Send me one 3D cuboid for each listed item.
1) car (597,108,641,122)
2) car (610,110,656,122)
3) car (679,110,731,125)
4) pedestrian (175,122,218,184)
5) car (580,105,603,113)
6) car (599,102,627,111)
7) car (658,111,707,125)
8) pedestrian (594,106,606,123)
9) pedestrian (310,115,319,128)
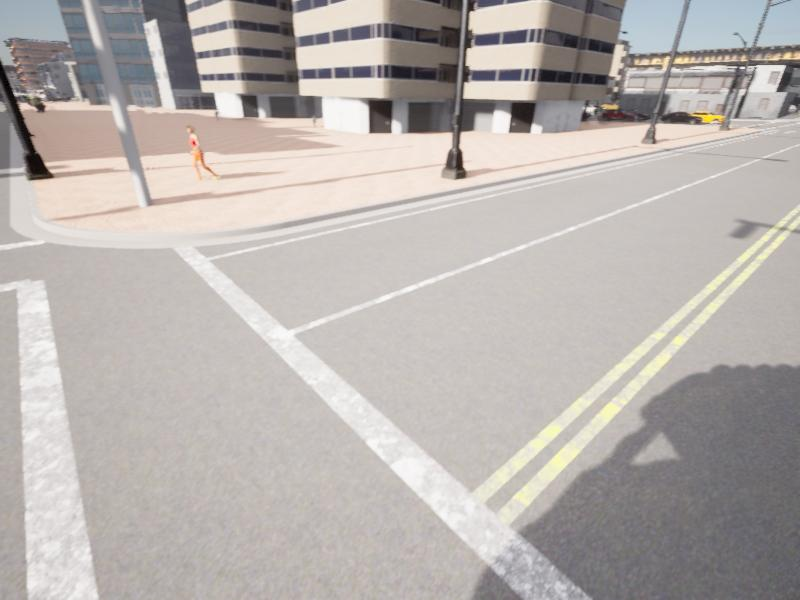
[{"bbox_3d":[31.257,-26.398,57.149,2.033,1.649,4.856,-22,34,-37],"label":"car"},{"bbox_3d":[34.234,-27.148,58.926,2.033,1.411,5.357,-22,34,-37],"label":"car"},{"bbox_3d":[40.277,-24.177,52.964,1.882,1.535,5.008,-22,35,-37],"label":"car"},{"bbox_3d":[-6.907,-5.013,13.627,0.751,1.860,0.751,24,35,37],"label":"pedestrian"},{"bbox_3d":[41.342,-41.257,86.344,1.970,1.475,3.806,-22,34,-37],"label":"car"},{"bbox_3d":[48.070,-43.635,90.338,2.152,1.636,5.027,-22,35,-37],"label":"car"},{"bbox_3d":[36.607,-23.634,51.935,1.812,1.442,4.674,-22,34,-37],"label":"car"},{"bbox_3d":[25.096,-23.238,50.179,0.751,1.860,0.751,21,34,34],"label":"pedestrian"},{"bbox_3d":[-7.998,-16.755,37.487,0.500,1.100,0.500,10,29,16],"label":"pedestrian"}]
